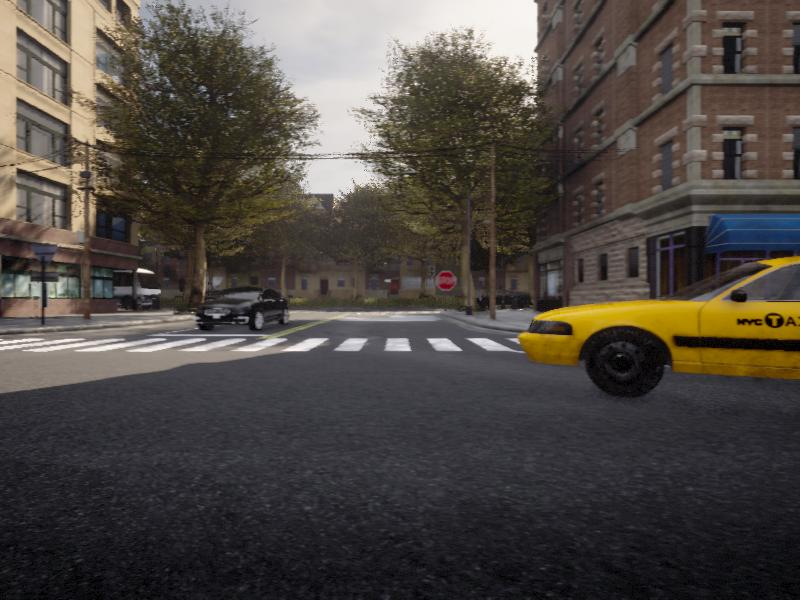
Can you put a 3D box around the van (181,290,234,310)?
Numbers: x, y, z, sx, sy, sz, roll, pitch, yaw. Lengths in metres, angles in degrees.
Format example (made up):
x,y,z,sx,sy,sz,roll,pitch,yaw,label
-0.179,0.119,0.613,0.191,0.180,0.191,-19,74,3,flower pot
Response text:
x,y,z,sx,sy,sz,roll,pitch,yaw,label
-19.313,-0.009,40.179,4.442,1.987,1.775,0,0,0,van

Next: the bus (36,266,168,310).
x,y,z,sx,sy,sz,roll,pitch,yaw,label
-29.674,-1.145,40.261,10.273,4.253,3.944,0,0,0,bus

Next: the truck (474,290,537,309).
x,y,z,sx,sy,sz,roll,pitch,yaw,label
11.396,-0.056,43.711,6.274,2.098,2.390,0,0,0,truck

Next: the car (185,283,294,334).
x,y,z,sx,sy,sz,roll,pitch,yaw,label
-5.377,0.242,14.237,1.837,1.490,4.892,0,0,1,car

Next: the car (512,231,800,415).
x,y,z,sx,sy,sz,roll,pitch,yaw,label
4.057,0.203,4.125,5.366,1.575,1.801,0,0,25,car
